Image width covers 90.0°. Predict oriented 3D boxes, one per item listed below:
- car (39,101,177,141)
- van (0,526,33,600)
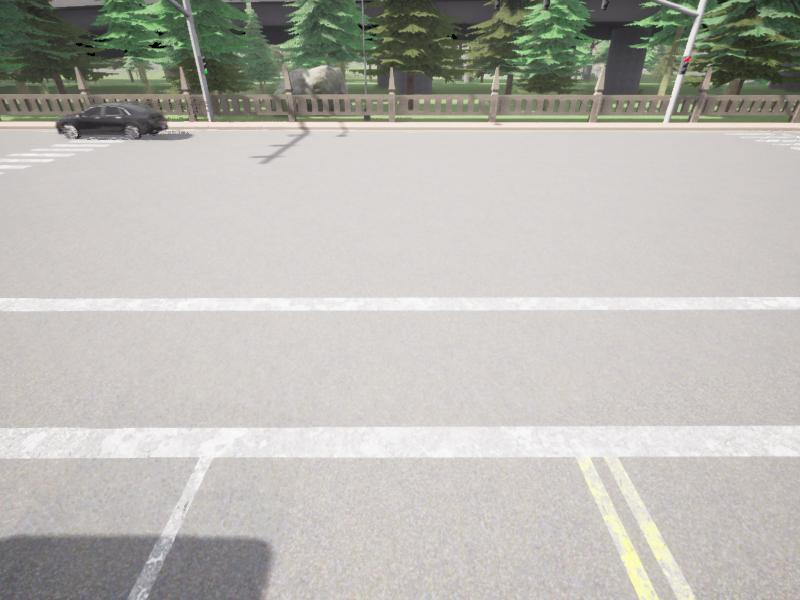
[{"bbox_3d":[-13.722,-8.546,19.052,4.892,1.490,1.837,1,30,0],"label":"car"},{"bbox_3d":[-3.484,2.123,0.410,1.775,1.987,4.442,0,30,0],"label":"van"}]
